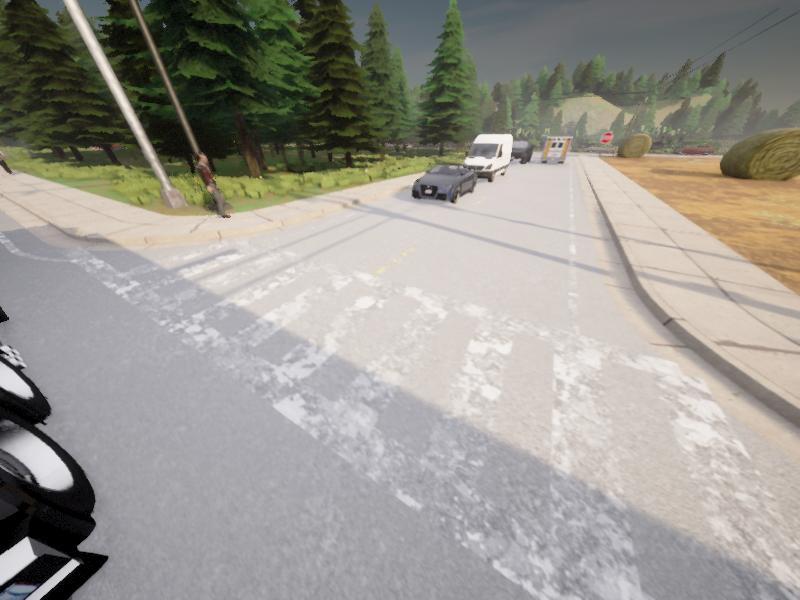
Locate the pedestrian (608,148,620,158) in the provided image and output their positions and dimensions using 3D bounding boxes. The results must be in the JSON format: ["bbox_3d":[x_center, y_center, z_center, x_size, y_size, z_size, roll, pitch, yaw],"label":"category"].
[{"bbox_3d":[27.697,-19.061,29.913,0.500,1.100,0.500,3,35,5],"label":"pedestrian"}]

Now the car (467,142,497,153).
[{"bbox_3d":[16.711,-31.149,47.101,5.238,1.638,1.930,21,40,27],"label":"car"}]

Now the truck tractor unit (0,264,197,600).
[{"bbox_3d":[-5.109,-0.304,0.776,6.516,4.208,3.053,18,39,24],"label":"truck tractor unit"}]

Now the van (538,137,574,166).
[{"bbox_3d":[17.443,-16.716,25.772,2.351,2.431,6.366,19,39,25],"label":"van"}]

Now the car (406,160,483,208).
[{"bbox_3d":[2.199,-5.624,10.886,1.994,1.385,4.181,19,39,25],"label":"car"}]

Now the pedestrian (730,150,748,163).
[{"bbox_3d":[34.203,-14.512,23.318,0.500,1.100,0.500,-20,40,-26],"label":"pedestrian"}]

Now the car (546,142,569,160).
[{"bbox_3d":[21.148,-20.032,30.973,1.905,1.878,3.866,19,39,25],"label":"car"}]

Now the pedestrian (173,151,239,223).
[{"bbox_3d":[-5.818,-3.461,7.090,0.751,1.860,0.751,-11,36,-15],"label":"pedestrian"}]

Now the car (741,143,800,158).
[{"bbox_3d":[51.262,-20.414,31.502,4.856,1.649,2.033,20,40,28],"label":"car"}]

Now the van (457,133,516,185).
[{"bbox_3d":[6.052,-9.784,15.806,1.988,2.561,5.915,19,39,25],"label":"van"}]

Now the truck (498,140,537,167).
[{"bbox_3d":[12.934,-16.120,25.230,2.390,2.098,6.274,19,40,25],"label":"truck"}]

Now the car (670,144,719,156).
[{"bbox_3d":[44.646,-22.868,35.201,4.193,1.474,1.816,21,40,27],"label":"car"}]
